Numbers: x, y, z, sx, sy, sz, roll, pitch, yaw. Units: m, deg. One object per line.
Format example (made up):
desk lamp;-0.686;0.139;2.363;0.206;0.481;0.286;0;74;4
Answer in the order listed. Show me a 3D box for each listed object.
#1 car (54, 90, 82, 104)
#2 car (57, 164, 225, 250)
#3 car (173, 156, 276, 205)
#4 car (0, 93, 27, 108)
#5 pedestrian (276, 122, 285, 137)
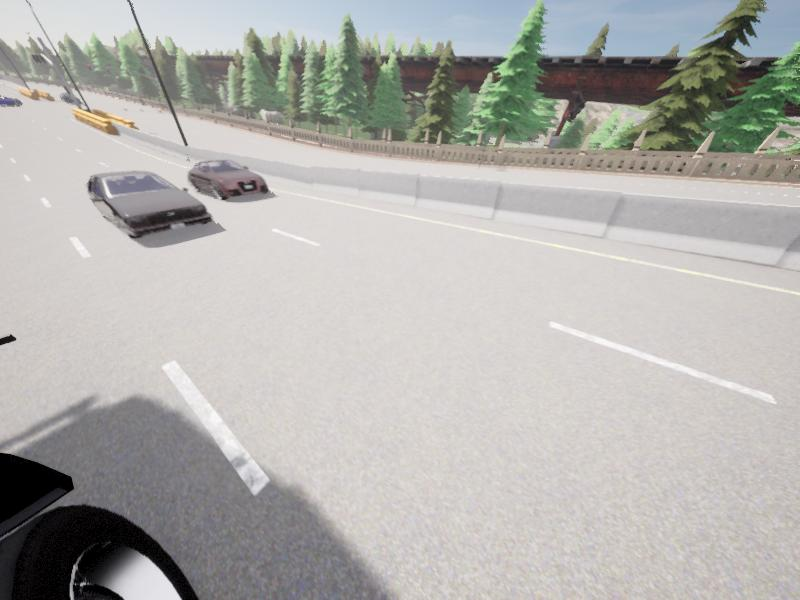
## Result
car;-68.721;-42.014;47.842;4.553;1.767;2.097;28;43;24
car;-8.045;-3.160;7.132;5.357;1.411;2.033;22;41;28
car;-8.048;-5.629;10.625;4.181;1.385;1.994;23;41;27
car;-60.283;-29.870;34.380;2.007;1.525;4.514;14;39;8
pedestrian;-19.685;-28.059;38.006;0.751;1.860;0.751;28;43;24
